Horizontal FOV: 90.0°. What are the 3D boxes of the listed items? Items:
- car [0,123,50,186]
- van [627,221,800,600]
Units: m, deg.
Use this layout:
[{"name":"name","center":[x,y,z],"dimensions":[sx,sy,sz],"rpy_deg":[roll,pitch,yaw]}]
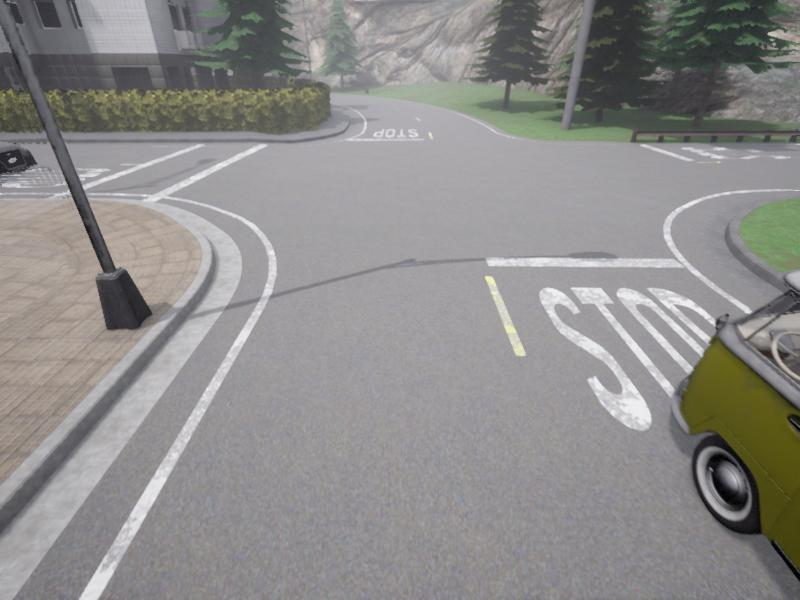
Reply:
[{"name":"car","center":[-13.216,-4.201,11.490],"dimensions":[4.181,1.385,1.994],"rpy_deg":[0,30,-1]},{"name":"van","center":[3.200,1.369,1.680],"dimensions":[1.775,1.987,4.442],"rpy_deg":[0,30,0]}]
